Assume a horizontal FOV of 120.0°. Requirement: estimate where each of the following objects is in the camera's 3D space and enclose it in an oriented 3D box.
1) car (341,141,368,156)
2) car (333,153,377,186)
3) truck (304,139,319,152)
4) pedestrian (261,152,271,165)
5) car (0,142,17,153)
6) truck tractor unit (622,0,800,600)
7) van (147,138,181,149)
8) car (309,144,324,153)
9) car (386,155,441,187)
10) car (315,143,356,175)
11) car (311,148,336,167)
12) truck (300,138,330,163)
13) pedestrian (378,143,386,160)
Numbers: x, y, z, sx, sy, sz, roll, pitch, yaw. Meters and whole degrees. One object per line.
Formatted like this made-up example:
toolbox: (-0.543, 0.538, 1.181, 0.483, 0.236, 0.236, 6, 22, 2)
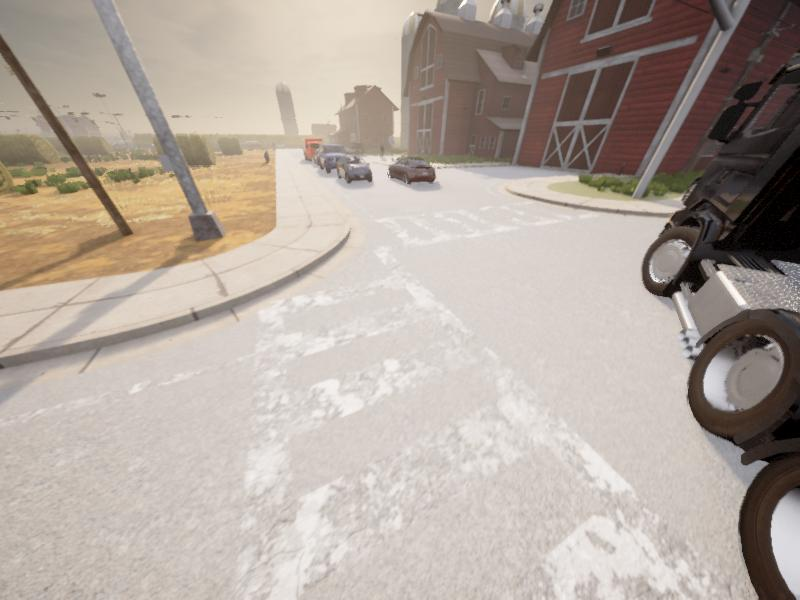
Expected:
car: (-7.883, -26.067, 39.839, 3.866, 1.878, 1.905, 13, 42, 20)
car: (-3.053, -8.780, 15.382, 1.845, 1.501, 3.633, -14, 37, -19)
truck: (-22.558, -39.243, 58.624, 2.627, 2.467, 5.204, -14, 38, -19)
pedestrian: (-13.839, -14.662, 23.901, 0.500, 1.100, 0.500, -3, 35, -5)
car: (-76.145, -28.593, 43.278, 2.097, 1.767, 4.553, -11, 36, -17)
truck tractor unit: (4.561, -0.644, 1.287, 3.053, 4.208, 6.516, 22, 41, 28)
van: (-66.217, -43.984, 65.060, 5.915, 2.561, 1.988, -13, 37, -18)
car: (-18.734, -33.970, 51.731, 2.152, 1.651, 5.027, -14, 37, -20)
car: (0.730, -8.777, 15.529, 1.994, 1.385, 4.181, -14, 37, -20)
car: (-5.778, -12.522, 20.341, 2.150, 2.045, 5.566, -14, 37, -19)
car: (-8.463, -15.770, 25.467, 1.789, 1.549, 3.705, -14, 37, -20)
truck: (-11.082, -19.545, 30.081, 2.627, 2.467, 5.204, -14, 38, -19)
pedestrian: (-2.344, -19.197, 29.910, 0.751, 1.860, 0.751, 16, 37, 21)
